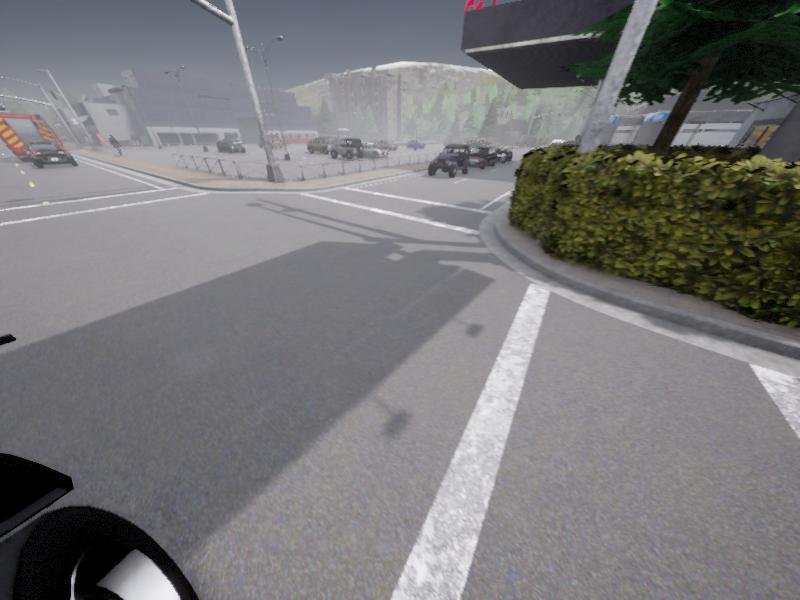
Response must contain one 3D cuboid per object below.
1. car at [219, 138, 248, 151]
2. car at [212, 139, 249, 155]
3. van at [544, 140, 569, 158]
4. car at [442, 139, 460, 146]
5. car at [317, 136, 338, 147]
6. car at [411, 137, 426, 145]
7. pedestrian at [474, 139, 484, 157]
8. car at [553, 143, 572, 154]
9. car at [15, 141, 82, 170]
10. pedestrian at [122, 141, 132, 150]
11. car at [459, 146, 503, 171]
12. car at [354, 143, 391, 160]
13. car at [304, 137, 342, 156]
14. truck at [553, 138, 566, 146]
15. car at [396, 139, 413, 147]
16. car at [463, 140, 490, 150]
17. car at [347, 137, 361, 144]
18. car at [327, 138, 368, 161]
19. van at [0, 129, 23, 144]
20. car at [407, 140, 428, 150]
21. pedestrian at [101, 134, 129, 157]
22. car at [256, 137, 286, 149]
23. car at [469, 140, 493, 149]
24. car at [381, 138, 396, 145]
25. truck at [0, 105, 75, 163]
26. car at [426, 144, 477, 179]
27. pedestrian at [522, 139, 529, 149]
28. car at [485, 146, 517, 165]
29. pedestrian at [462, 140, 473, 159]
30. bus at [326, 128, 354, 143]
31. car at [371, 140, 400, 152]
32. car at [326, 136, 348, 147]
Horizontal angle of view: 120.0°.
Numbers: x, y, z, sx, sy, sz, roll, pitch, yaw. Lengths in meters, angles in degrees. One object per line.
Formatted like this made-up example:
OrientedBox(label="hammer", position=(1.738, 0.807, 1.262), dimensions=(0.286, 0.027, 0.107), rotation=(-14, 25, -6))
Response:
OrientedBox(label="car", position=(-26.003, -24.333, 36.068), dimensions=(3.806, 1.475, 1.970), rotation=(22, 41, 27))
OrientedBox(label="car", position=(-22.311, -20.168, 30.399), dimensions=(4.514, 1.523, 2.007), rotation=(22, 41, 27))
OrientedBox(label="van", position=(23.166, -22.448, 34.174), dimensions=(2.069, 2.038, 4.480), rotation=(23, 41, 28))
OrientedBox(label="car", position=(15.489, -48.256, 70.718), dimensions=(4.792, 1.488, 2.163), rotation=(22, 41, 27))
OrientedBox(label="car", position=(-15.289, -33.645, 49.019), dimensions=(3.866, 1.878, 1.905), rotation=(22, 41, 27))
OrientedBox(label="car", position=(5.979, -52.253, 75.833), dimensions=(4.605, 1.855, 1.932), rotation=(22, 41, 27))
OrientedBox(label="pedestrian", position=(10.309, -19.864, 30.202), dimensions=(0.751, 1.860, 0.751), rotation=(22, 41, 27))
OrientedBox(label="car", position=(28.764, -26.812, 40.818), dimensions=(2.007, 1.525, 4.514), rotation=(23, 41, 28))
OrientedBox(label="car", position=(-26.805, -11.100, 17.604), dimensions=(4.974, 1.542, 2.038), rotation=(22, 41, 28))
OrientedBox(label="pedestrian", position=(-40.332, -22.775, 34.136), dimensions=(0.500, 1.100, 0.500), rotation=(23, 41, 28))
OrientedBox(label="car", position=(7.450, -12.982, 21.014), dimensions=(2.033, 1.649, 4.856), rotation=(23, 41, 28))
OrientedBox(label="car", position=(-3.151, -17.169, 26.595), dimensions=(3.806, 1.475, 1.970), rotation=(22, 41, 27))
OrientedBox(label="car", position=(-10.128, -20.229, 30.325), dimensions=(4.605, 1.855, 1.932), rotation=(22, 41, 27))
OrientedBox(label="truck", position=(56.321, -56.121, 81.831), dimensions=(2.390, 2.098, 6.274), rotation=(12, 37, 16))
OrientedBox(label="car", position=(1.149, -39.725, 58.324), dimensions=(3.806, 1.475, 1.970), rotation=(22, 41, 27))
OrientedBox(label="car", position=(16.382, -33.395, 49.590), dimensions=(5.027, 1.636, 2.152), rotation=(22, 41, 27))
OrientedBox(label="car", position=(-14.162, -48.788, 70.646), dimensions=(1.905, 1.878, 3.866), rotation=(22, 41, 27))
OrientedBox(label="car", position=(-5.549, -16.036, 24.481), dimensions=(3.866, 1.878, 1.905), rotation=(22, 41, 27))
OrientedBox(label="van", position=(-83.959, -35.192, 49.600), dimensions=(5.915, 2.561, 1.988), rotation=(22, 41, 28))
OrientedBox(label="car", position=(3.316, -30.399, 45.172), dimensions=(3.633, 1.501, 1.845), rotation=(22, 41, 27))
OrientedBox(label="pedestrian", position=(-28.439, -15.457, 23.100), dimensions=(0.751, 1.860, 0.751), rotation=(-2, 36, -4))
OrientedBox(label="car", position=(-22.600, -27.538, 40.478), dimensions=(5.027, 1.636, 2.152), rotation=(22, 41, 27))
OrientedBox(label="car", position=(18.132, -34.887, 51.724), dimensions=(4.514, 1.523, 2.007), rotation=(22, 41, 27))
OrientedBox(label="car", position=(-3.238, -43.648, 63.738), dimensions=(3.633, 1.501, 1.845), rotation=(22, 41, 27))
OrientedBox(label="truck", position=(-34.095, -15.060, 21.069), dimensions=(8.468, 3.827, 2.891), rotation=(22, 41, 28))
OrientedBox(label="car", position=(3.732, -10.054, 16.626), dimensions=(1.905, 1.878, 3.866), rotation=(23, 41, 28))
OrientedBox(label="pedestrian", position=(26.679, -33.166, 49.101), dimensions=(0.751, 1.860, 0.751), rotation=(22, 41, 27))
OrientedBox(label="car", position=(11.092, -15.895, 25.284), dimensions=(1.970, 1.475, 3.806), rotation=(23, 41, 28))
OrientedBox(label="pedestrian", position=(7.956, -17.883, 27.388), dimensions=(0.751, 1.860, 0.751), rotation=(22, 41, 27))
OrientedBox(label="bus", position=(-22.852, -62.476, 87.671), dimensions=(10.273, 4.253, 3.944), rotation=(22, 41, 27))
OrientedBox(label="car", position=(-2.428, -25.710, 38.473), dimensions=(4.514, 1.523, 2.007), rotation=(22, 41, 27))
OrientedBox(label="car", position=(-13.967, -35.140, 51.171), dimensions=(4.605, 1.855, 1.932), rotation=(22, 41, 27))
